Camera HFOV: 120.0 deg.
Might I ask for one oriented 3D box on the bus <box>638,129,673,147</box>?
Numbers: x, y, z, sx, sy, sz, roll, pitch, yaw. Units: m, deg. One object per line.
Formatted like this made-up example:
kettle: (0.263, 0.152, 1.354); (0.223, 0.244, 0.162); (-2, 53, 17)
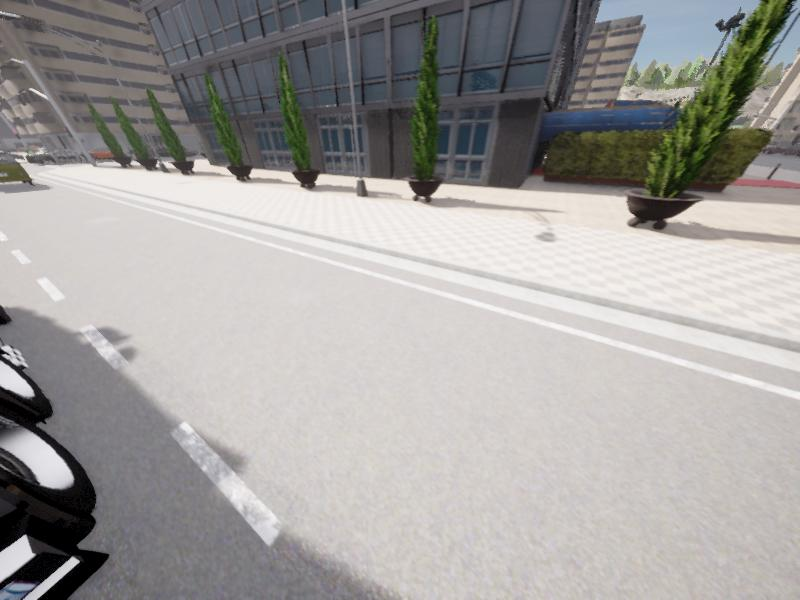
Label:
bus: (77.617, -49.511, 70.602); (3.944, 4.253, 10.273); (18, 39, 24)

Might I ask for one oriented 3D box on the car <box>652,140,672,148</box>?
car: (72.015, -42.873, 63.505); (2.242, 1.667, 4.611); (18, 39, 24)

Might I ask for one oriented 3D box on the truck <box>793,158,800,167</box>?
truck: (36.275, -11.764, 17.169); (2.891, 3.827, 8.468); (18, 39, 25)

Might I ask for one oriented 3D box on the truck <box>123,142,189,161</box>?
truck: (-36.916, -22.731, 35.222); (2.390, 2.098, 6.274); (18, 39, 24)

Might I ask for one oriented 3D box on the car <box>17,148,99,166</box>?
car: (-41.535, -17.597, 28.306); (1.930, 1.638, 5.238); (15, 38, 22)

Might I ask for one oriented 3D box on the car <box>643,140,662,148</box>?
car: (65.732, -40.623, 60.245); (2.033, 1.649, 4.856); (18, 39, 24)

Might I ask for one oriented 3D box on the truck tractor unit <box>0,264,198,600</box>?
truck tractor unit: (-5.122, -0.285, 0.783); (6.516, 4.208, 3.053); (18, 39, 24)

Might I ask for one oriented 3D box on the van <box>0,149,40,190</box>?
van: (-25.246, -8.203, 14.382); (4.442, 1.987, 1.775); (18, 39, 24)

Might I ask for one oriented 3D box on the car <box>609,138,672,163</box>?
car: (26.663, -16.668, 25.603); (6.274, 2.098, 2.390); (-18, 39, -24)
